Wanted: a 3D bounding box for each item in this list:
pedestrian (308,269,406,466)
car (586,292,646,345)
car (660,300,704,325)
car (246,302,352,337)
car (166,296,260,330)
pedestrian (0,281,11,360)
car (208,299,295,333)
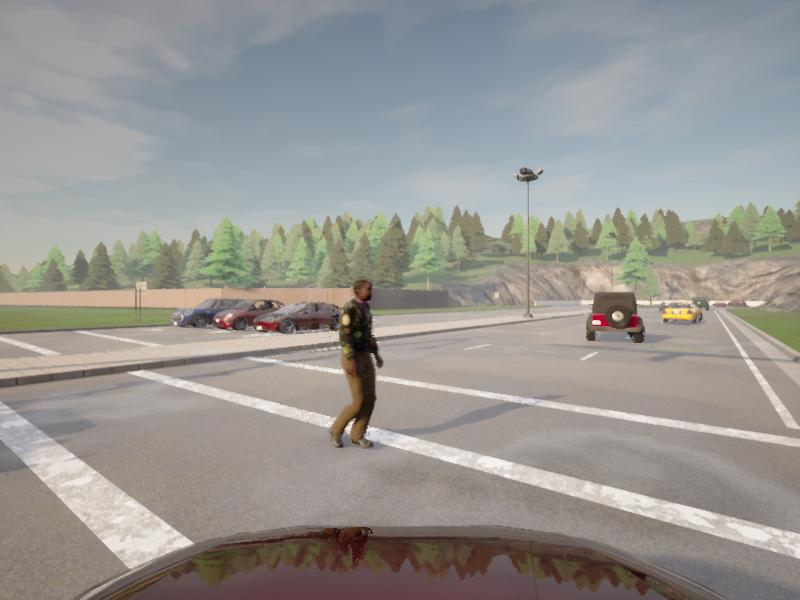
[{"bbox_3d":[-0.441,0.636,4.276,0.751,1.860,0.751,0,0,28],"label":"pedestrian"},{"bbox_3d":[8.644,0.643,16.238,1.905,1.878,3.866,0,0,26],"label":"car"},{"bbox_3d":[19.739,0.796,27.909,1.801,1.575,5.366,0,0,43],"label":"car"},{"bbox_3d":[-4.844,0.848,19.793,2.163,1.488,4.792,0,0,38],"label":"car"},{"bbox_3d":[-10.833,0.690,23.487,2.097,1.767,4.553,0,0,38],"label":"car"},{"bbox_3d":[-9.877,0.483,9.500,0.751,1.860,0.751,0,0,30],"label":"pedestrian"},{"bbox_3d":[-7.903,0.785,21.560,1.851,1.617,3.988,0,0,38],"label":"car"}]
